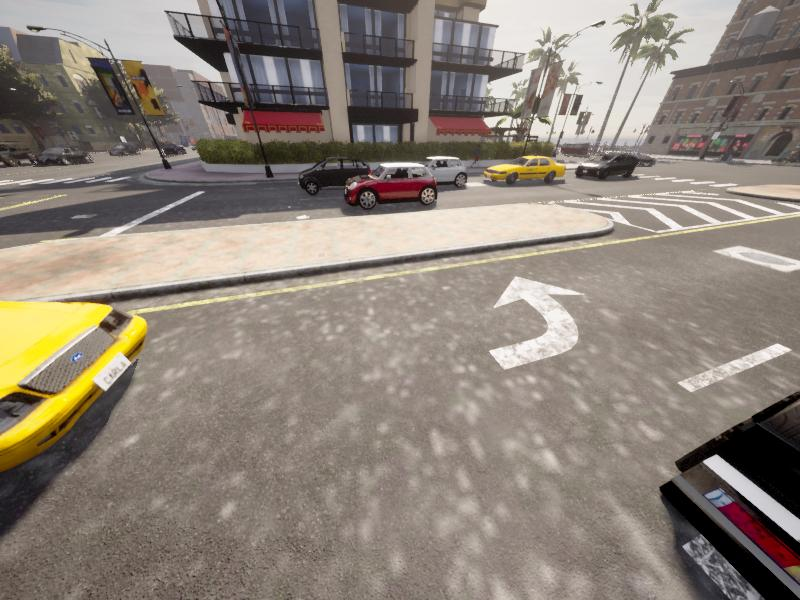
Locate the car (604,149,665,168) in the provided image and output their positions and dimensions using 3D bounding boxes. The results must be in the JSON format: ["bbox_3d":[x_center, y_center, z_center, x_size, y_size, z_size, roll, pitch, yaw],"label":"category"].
[{"bbox_3d":[25.197,-15.468,25.176,2.033,1.411,5.357,5,35,7],"label":"car"}]

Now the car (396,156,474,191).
[{"bbox_3d":[1.880,-7.319,13.233,3.806,1.475,1.970,-10,36,-14],"label":"car"}]

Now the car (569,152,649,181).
[{"bbox_3d":[15.182,-9.818,16.874,4.514,1.525,2.007,-13,37,-18],"label":"car"}]

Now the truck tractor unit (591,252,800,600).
[{"bbox_3d":[5.283,-0.073,0.452,6.516,4.208,3.053,-10,36,-14],"label":"truck tractor unit"}]

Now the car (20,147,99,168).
[{"bbox_3d":[-33.443,-14.279,22.964,1.837,1.490,4.892,-10,36,-15],"label":"car"}]

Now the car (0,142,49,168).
[{"bbox_3d":[-36.648,-13.588,21.598,1.905,1.878,3.866,-9,36,-13],"label":"car"}]

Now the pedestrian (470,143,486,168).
[{"bbox_3d":[6.876,-12.810,20.512,0.751,1.860,0.751,-9,36,-13],"label":"pedestrian"}]

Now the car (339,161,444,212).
[{"bbox_3d":[-0.415,-4.822,9.630,3.806,1.475,1.970,-10,36,-14],"label":"car"}]

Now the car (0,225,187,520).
[{"bbox_3d":[-5.349,0.738,1.519,5.366,1.575,1.801,-7,36,-11],"label":"car"}]

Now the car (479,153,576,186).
[{"bbox_3d":[8.068,-8.448,14.808,5.366,1.575,1.801,-10,36,-14],"label":"car"}]

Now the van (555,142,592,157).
[{"bbox_3d":[29.197,-25.472,39.055,1.775,1.987,4.442,-10,36,-14],"label":"van"}]

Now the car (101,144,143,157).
[{"bbox_3d":[-41.752,-22.591,34.887,1.812,1.442,4.674,-10,36,-15],"label":"car"}]

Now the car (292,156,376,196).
[{"bbox_3d":[-3.305,-6.441,11.868,3.705,1.549,1.789,-10,36,-14],"label":"car"}]

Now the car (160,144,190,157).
[{"bbox_3d":[-34.743,-23.212,35.754,1.845,1.501,3.633,-10,36,-15],"label":"car"}]

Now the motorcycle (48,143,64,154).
[{"bbox_3d":[-57.958,-25.514,38.885,2.356,1.277,0.764,28,53,34],"label":"motorcycle"}]

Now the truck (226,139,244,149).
[{"bbox_3d":[-46.131,-43.884,64.865,2.390,2.098,6.274,-10,36,-15],"label":"truck"}]

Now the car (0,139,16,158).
[{"bbox_3d":[-56.752,-20.048,30.602,5.566,2.045,2.150,-9,36,-13],"label":"car"}]
